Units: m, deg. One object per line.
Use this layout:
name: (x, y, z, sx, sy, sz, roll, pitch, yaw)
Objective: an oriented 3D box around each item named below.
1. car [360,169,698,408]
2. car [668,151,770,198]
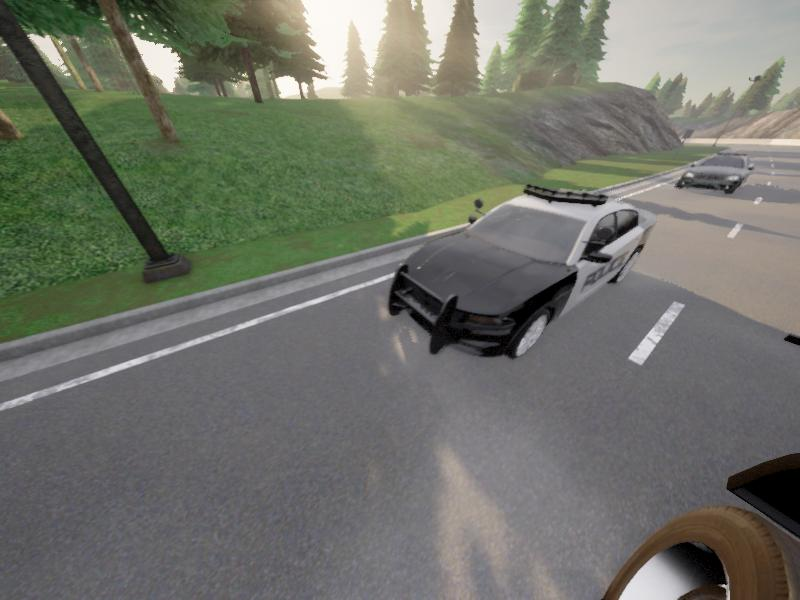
car: (2.238, -0.897, 3.733, 5.238, 1.638, 1.930, -22, 41, -28)
car: (15.989, -6.441, 11.580, 4.974, 1.542, 2.038, -23, 41, -28)
